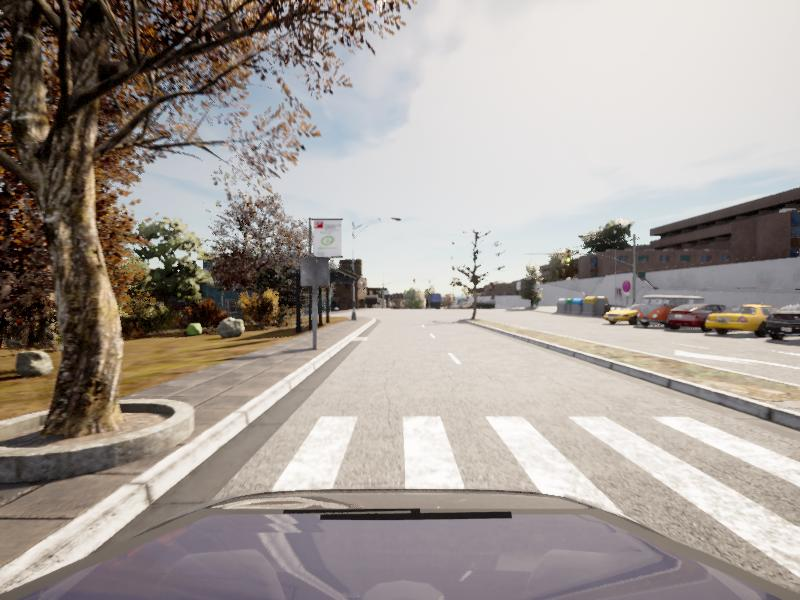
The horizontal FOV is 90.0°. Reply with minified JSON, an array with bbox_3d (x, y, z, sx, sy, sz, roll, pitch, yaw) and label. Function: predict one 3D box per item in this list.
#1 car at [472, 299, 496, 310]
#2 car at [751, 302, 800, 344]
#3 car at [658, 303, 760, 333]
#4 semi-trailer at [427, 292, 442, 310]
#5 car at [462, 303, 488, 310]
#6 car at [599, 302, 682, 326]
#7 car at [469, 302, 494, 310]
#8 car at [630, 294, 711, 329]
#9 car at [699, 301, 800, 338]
[{"bbox_3d":[16.828,0.948,80.134,4.442,1.987,1.878,1,-1,-20],"label":"car"},{"bbox_3d":[16.890,0.883,15.961,4.892,1.521,2.231,1,-1,-20],"label":"car"},{"bbox_3d":[16.926,0.943,21.938,4.792,1.488,2.163,1,-1,-20],"label":"car"},{"bbox_3d":[8.882,0.473,105.811,2.717,4.402,14.254,0,-2,0],"label":"semi-trailer"},{"bbox_3d":[16.766,1.428,89.036,5.366,1.575,1.946,1,-1,-20],"label":"car"},{"bbox_3d":[16.731,0.940,27.824,5.366,1.575,1.946,1,0,-20],"label":"car"},{"bbox_3d":[16.931,1.303,83.149,4.674,1.452,2.002,1,-2,-20],"label":"car"},{"bbox_3d":[16.796,0.702,24.866,4.442,1.987,1.878,1,0,-20],"label":"car"},{"bbox_3d":[17.072,0.896,19.008,5.366,1.575,1.946,1,-1,-20],"label":"car"}]
